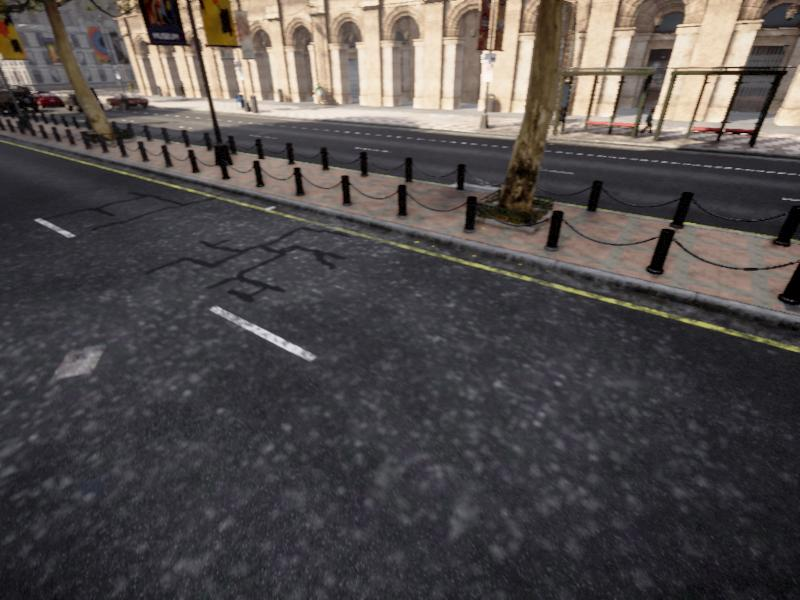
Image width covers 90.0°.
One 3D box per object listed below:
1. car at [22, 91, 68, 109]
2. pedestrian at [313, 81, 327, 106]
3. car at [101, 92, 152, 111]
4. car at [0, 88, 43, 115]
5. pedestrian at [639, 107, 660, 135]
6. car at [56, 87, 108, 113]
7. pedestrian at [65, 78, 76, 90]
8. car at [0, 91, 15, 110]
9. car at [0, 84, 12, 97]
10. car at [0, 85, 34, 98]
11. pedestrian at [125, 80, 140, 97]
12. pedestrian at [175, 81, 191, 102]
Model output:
[{"bbox_3d":[-35.378,-19.947,39.818,4.181,1.385,1.994,19,36,30],"label":"car"},{"bbox_3d":[-7.020,-18.158,35.203,0.751,1.860,0.751,19,36,30],"label":"pedestrian"},{"bbox_3d":[-25.323,-18.441,37.045,4.718,1.301,1.895,19,36,30],"label":"car"},{"bbox_3d":[-33.510,-17.357,34.821,4.605,1.855,1.932,19,36,30],"label":"car"},{"bbox_3d":[11.581,-8.314,18.597,0.500,1.100,0.500,19,36,30],"label":"pedestrian"},{"bbox_3d":[-27.750,-17.528,34.958,3.866,1.878,1.905,19,36,30],"label":"car"},{"bbox_3d":[-58.727,-38.386,71.212,0.751,1.860,0.751,19,36,30],"label":"pedestrian"},{"bbox_3d":[-38.971,-19.105,38.303,3.633,1.501,1.845,19,36,30],"label":"car"},{"bbox_3d":[-58.780,-29.668,56.789,2.242,1.667,4.611,19,35,30],"label":"car"},{"bbox_3d":[-54.849,-29.309,56.217,2.007,1.525,4.514,18,35,29],"label":"car"},{"bbox_3d":[-33.365,-26.330,49.887,0.751,1.860,0.751,19,36,30],"label":"pedestrian"},{"bbox_3d":[-22.868,-21.996,42.186,0.751,1.860,0.751,15,34,26],"label":"pedestrian"}]
